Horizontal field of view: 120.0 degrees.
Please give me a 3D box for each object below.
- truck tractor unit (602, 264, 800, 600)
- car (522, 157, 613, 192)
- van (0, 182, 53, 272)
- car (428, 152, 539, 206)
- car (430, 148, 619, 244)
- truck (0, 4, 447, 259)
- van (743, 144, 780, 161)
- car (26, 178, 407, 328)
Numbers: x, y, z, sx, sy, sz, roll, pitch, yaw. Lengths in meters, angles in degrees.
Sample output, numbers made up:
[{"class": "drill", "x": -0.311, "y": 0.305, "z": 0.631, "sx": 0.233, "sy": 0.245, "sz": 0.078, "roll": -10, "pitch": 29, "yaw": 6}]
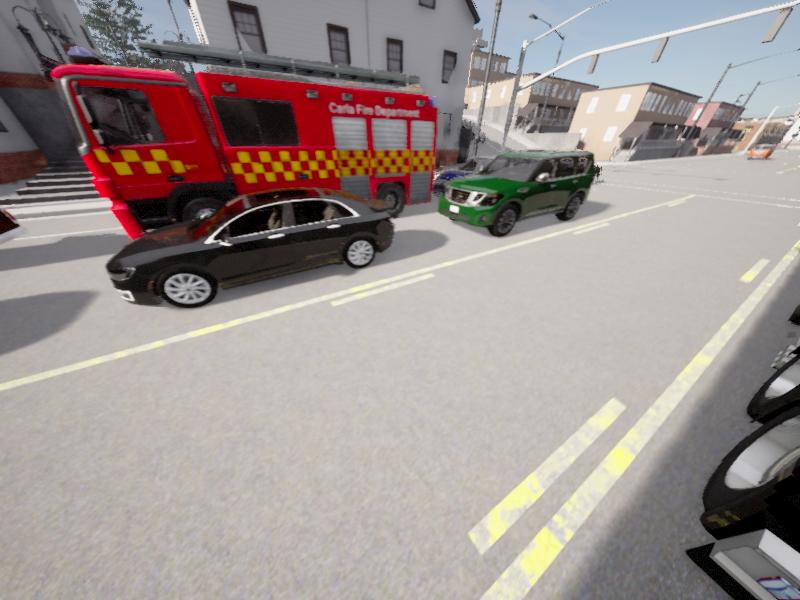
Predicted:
[{"class": "truck tractor unit", "x": 5.116, "y": -0.293, "z": 0.786, "sx": 6.516, "sy": 4.208, "sz": 3.053, "roll": -18, "pitch": 39, "yaw": -24}, {"class": "car", "x": 10.167, "y": -7.708, "z": 13.977, "sx": 5.357, "sy": 1.411, "sz": 2.033, "roll": -20, "pitch": 40, "yaw": -26}, {"class": "van", "x": -10.617, "y": -1.226, "z": 3.886, "sx": 4.480, "sy": 2.038, "sz": 2.069, "roll": -18, "pitch": 39, "yaw": -24}, {"class": "car", "x": 3.829, "y": -5.804, "z": 10.823, "sx": 4.553, "sy": 1.767, "sz": 2.097, "roll": -18, "pitch": 39, "yaw": -24}, {"class": "car", "x": 3.948, "y": -3.641, "z": 7.493, "sx": 5.566, "sy": 2.045, "sz": 2.150, "roll": -18, "pitch": 39, "yaw": -24}, {"class": "truck", "x": -3.053, "y": -4.410, "z": 6.975, "sx": 8.468, "sy": 3.827, "sz": 2.891, "roll": -18, "pitch": 39, "yaw": -24}, {"class": "van", "x": 54.580, "y": -22.316, "z": 34.887, "sx": 4.442, "sy": 1.987, "sz": 1.775, "roll": -18, "pitch": 39, "yaw": -24}, {"class": "car", "x": -2.439, "y": -1.346, "z": 4.616, "sx": 4.892, "sy": 1.490, "sz": 1.837, "roll": -18, "pitch": 39, "yaw": -24}]
